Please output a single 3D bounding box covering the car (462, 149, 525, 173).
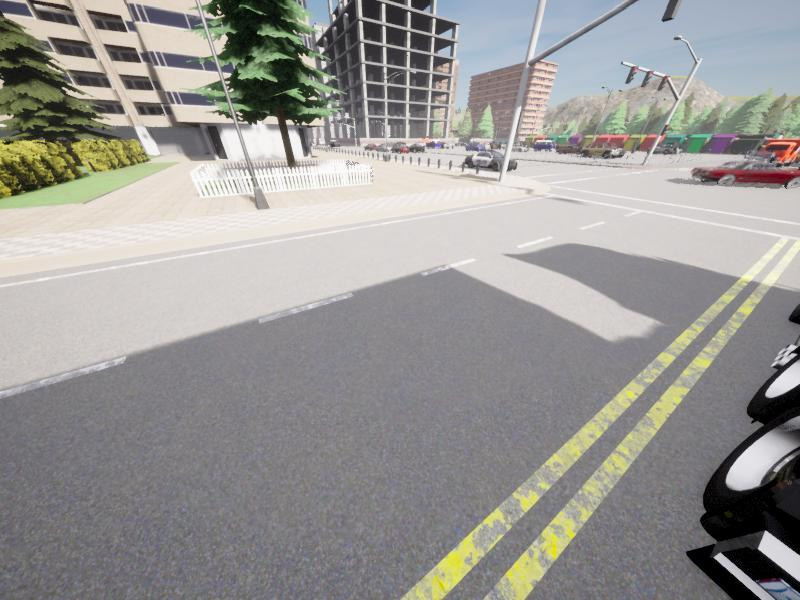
[{"bbox_3d":[8.219,-12.627,20.845,2.038,1.542,4.974,-18,39,-24],"label":"car"}]

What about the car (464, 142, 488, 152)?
[{"bbox_3d":[16.244,-32.864,49.679,2.242,1.667,4.611,-18,39,-24],"label":"car"}]

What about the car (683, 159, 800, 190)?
[{"bbox_3d":[21.211,-7.643,13.992,4.718,1.301,1.895,12,37,17],"label":"car"}]

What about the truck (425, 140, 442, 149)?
[{"bbox_3d":[8.724,-40.555,60.202,2.069,2.038,4.478,-18,39,-24],"label":"truck"}]

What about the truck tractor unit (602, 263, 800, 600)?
[{"bbox_3d":[5.107,-0.304,0.785,6.516,4.208,3.053,-18,39,-24],"label":"truck tractor unit"}]

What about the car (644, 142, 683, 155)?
[{"bbox_3d":[47.690,-27.501,41.918,1.905,1.878,3.866,-18,39,-24],"label":"car"}]

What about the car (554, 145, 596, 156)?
[{"bbox_3d":[29.842,-25.721,39.640,2.033,1.415,5.357,-18,39,-24],"label":"car"}]

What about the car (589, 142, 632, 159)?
[{"bbox_3d":[30.703,-21.944,33.816,1.905,1.878,3.866,-18,39,-24],"label":"car"}]

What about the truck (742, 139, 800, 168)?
[{"bbox_3d":[40.590,-15.796,24.813,5.204,2.467,2.627,-17,39,-23],"label":"truck"}]

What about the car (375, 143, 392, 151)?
[{"bbox_3d":[-3.983,-36.604,55.298,2.033,1.411,5.357,-18,39,-24],"label":"car"}]

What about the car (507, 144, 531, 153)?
[{"bbox_3d":[24.331,-31.194,47.467,1.970,1.475,3.806,-18,39,-24],"label":"car"}]

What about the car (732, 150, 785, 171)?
[{"bbox_3d":[34.647,-13.545,22.359,3.633,1.501,1.845,-18,39,-24],"label":"car"}]

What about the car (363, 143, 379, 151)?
[{"bbox_3d":[-6.722,-35.338,53.417,1.812,1.442,4.674,-18,39,-24],"label":"car"}]

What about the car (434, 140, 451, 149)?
[{"bbox_3d":[11.198,-41.329,61.497,1.932,1.855,4.605,-18,39,-24],"label":"car"}]

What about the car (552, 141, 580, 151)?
[{"bbox_3d":[38.931,-36.206,54.346,1.932,1.855,4.605,-18,39,-24],"label":"car"}]

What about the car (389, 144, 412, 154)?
[{"bbox_3d":[-0.020,-28.737,43.957,2.163,1.488,4.792,-18,39,-24],"label":"car"}]

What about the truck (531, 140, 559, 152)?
[{"bbox_3d":[31.838,-33.936,50.870,2.069,2.038,4.478,-18,39,-24],"label":"truck"}]

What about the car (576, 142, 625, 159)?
[{"bbox_3d":[28.167,-21.157,32.662,1.932,1.855,4.605,-18,39,-24],"label":"car"}]

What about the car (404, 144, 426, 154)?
[{"bbox_3d":[2.914,-29.847,45.523,1.882,1.535,5.008,-18,39,-25],"label":"car"}]

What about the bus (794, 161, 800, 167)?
[{"bbox_3d":[47.607,-16.326,24.068,10.273,4.253,3.944,-17,38,-23],"label":"bus"}]

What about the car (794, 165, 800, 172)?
[{"bbox_3d":[38.891,-12.643,21.014,5.027,1.651,2.152,-18,39,-24],"label":"car"}]

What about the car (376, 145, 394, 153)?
[{"bbox_3d":[-3.218,-31.822,48.524,1.895,1.301,4.718,-18,39,-24],"label":"car"}]
